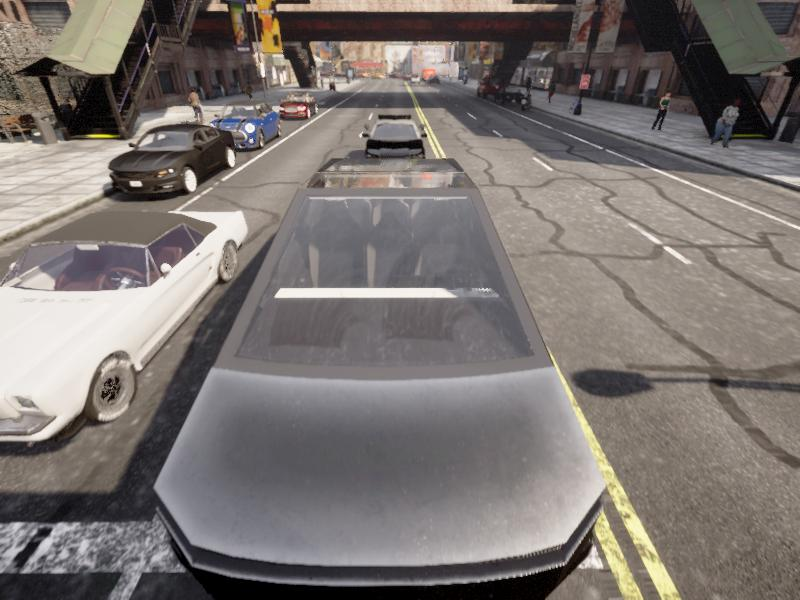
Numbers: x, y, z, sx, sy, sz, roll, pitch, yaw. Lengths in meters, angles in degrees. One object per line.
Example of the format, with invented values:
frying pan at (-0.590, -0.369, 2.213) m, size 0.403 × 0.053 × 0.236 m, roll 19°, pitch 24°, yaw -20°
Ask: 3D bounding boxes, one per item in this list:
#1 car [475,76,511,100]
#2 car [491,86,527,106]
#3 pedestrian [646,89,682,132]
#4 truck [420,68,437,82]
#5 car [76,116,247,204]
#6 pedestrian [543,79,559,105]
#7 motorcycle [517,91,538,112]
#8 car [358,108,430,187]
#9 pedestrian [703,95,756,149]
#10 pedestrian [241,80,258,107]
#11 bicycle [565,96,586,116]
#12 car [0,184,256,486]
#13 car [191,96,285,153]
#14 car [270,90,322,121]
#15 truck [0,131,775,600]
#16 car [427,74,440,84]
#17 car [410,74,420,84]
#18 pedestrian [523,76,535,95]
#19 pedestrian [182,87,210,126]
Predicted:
car at (9.792, -22.752, 42.785) m, size 2.435 × 2.045 × 5.566 m, roll 0°, pitch 30°, yaw -1°
car at (9.884, -18.696, 36.591) m, size 1.895 × 1.301 × 4.718 m, roll 0°, pitch 30°, yaw -1°
pedestrian at (13.043, -9.398, 19.839) m, size 0.751 × 1.860 × 0.751 m, roll 2°, pitch 30°, yaw 4°
truck at (6.080, -49.146, 87.374) m, size 2.627 × 2.467 × 5.204 m, roll -4°, pitch 31°, yaw -7°
car at (-6.561, -4.373, 11.911) m, size 2.097 × 1.535 × 5.008 m, roll 0°, pitch 30°, yaw -1°
pedestrian at (12.637, -17.384, 33.460) m, size 0.751 × 1.860 × 0.751 m, roll 0°, pitch 30°, yaw 0°
motorcycle at (9.867, -15.384, 30.924) m, size 0.764 × 1.277 × 2.356 m, roll 16°, pitch 34°, yaw 25°
car at (-0.172, -5.310, 13.415) m, size 1.930 × 1.638 × 5.238 m, roll 0°, pitch 30°, yaw 0°
pedestrian at (12.959, -7.026, 15.793) m, size 0.751 × 1.860 × 0.751 m, roll 0°, pitch 30°, yaw -1°
pedestrian at (-11.950, -16.464, 31.861) m, size 0.751 × 1.860 × 0.751 m, roll 1°, pitch 30°, yaw 2°
bicycle at (11.760, -12.983, 26.804) m, size 0.373 × 1.024 × 1.643 m, roll 8°, pitch 30°, yaw -6°
car at (-3.639, -0.209, 5.052) m, size 1.895 × 1.301 × 4.718 m, roll 0°, pitch 30°, yaw 1°
car at (-6.741, -7.730, 17.390) m, size 2.185 × 1.767 × 4.553 m, roll 0°, pitch 30°, yaw -1°
car at (-6.776, -13.070, 26.750) m, size 2.231 × 1.521 × 4.892 m, roll 0°, pitch 30°, yaw -1°
truck at (-0.106, -0.296, 4.410) m, size 2.390 × 2.098 × 6.274 m, roll 0°, pitch 30°, yaw 0°
car at (6.474, -42.383, 76.710) m, size 2.038 × 1.542 × 4.974 m, roll 0°, pitch 30°, yaw 0°
car at (2.963, -43.286, 78.307) m, size 1.851 × 1.617 × 3.988 m, roll 0°, pitch 30°, yaw 0°
pedestrian at (14.467, -24.145, 44.995) m, size 0.751 × 1.860 × 0.751 m, roll -4°, pitch 31°, yaw -7°
pedestrian at (-10.984, -10.445, 21.595) m, size 0.751 × 1.860 × 0.751 m, roll 0°, pitch 30°, yaw 0°
